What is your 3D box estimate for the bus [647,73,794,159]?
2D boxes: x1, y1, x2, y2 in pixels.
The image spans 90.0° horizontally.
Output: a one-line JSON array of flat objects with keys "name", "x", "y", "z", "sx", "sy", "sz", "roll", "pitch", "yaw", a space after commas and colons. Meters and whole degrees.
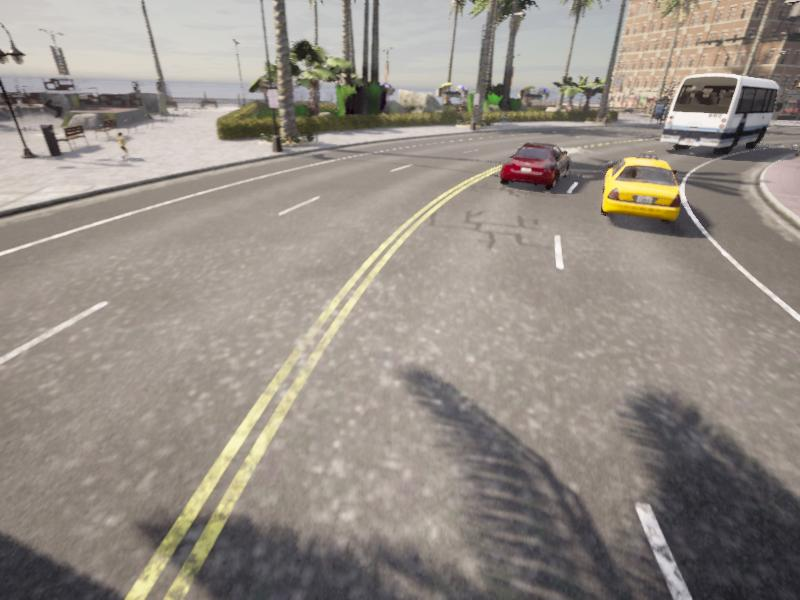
[{"name": "bus", "x": 20.959, "y": -12.067, "z": 26.025, "sx": 10.273, "sy": 4.253, "sz": 3.944, "roll": -20, "pitch": 34, "yaw": -35}]

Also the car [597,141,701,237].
[{"name": "car", "x": 7.164, "y": -3.567, "z": 11.961, "sx": 1.801, "sy": 1.575, "sz": 5.366, "roll": 14, "pitch": 30, "yaw": 22}]

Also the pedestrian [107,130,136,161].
[{"name": "pedestrian", "x": -11.174, "y": -6.217, "z": 16.086, "sx": 0.500, "sy": 1.100, "sz": 0.500, "roll": 12, "pitch": 29, "yaw": 19}]

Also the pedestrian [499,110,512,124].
[{"name": "pedestrian", "x": 10.731, "y": -18.679, "z": 40.799, "sx": 0.751, "sy": 1.300, "sz": 0.751, "roll": -16, "pitch": 33, "yaw": -30}]

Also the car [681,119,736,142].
[{"name": "car", "x": 25.422, "y": -14.045, "z": 33.017, "sx": 3.806, "sy": 1.475, "sz": 1.970, "roll": -15, "pitch": 32, "yaw": -29}]

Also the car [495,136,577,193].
[{"name": "car", "x": 5.351, "y": -5.355, "z": 15.477, "sx": 1.994, "sy": 1.385, "sz": 4.181, "roll": 15, "pitch": 31, "yaw": 24}]

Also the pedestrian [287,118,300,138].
[{"name": "pedestrian", "x": -6.560, "y": -10.579, "z": 24.638, "sx": 0.500, "sy": 1.100, "sz": 0.500, "roll": 23, "pitch": 34, "yaw": 34}]

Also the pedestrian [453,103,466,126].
[{"name": "pedestrian", "x": 5.486, "y": -17.160, "z": 37.013, "sx": 0.751, "sy": 1.860, "sz": 0.751, "roll": -14, "pitch": 32, "yaw": -28}]
